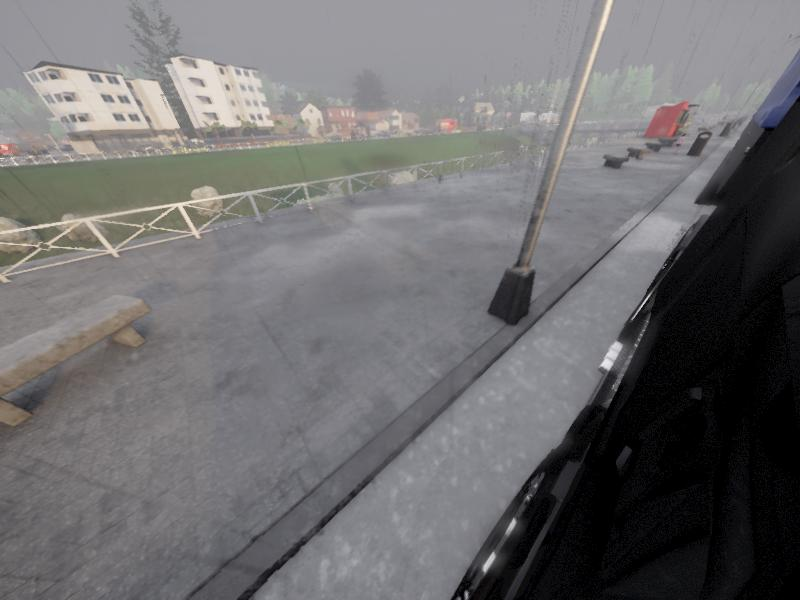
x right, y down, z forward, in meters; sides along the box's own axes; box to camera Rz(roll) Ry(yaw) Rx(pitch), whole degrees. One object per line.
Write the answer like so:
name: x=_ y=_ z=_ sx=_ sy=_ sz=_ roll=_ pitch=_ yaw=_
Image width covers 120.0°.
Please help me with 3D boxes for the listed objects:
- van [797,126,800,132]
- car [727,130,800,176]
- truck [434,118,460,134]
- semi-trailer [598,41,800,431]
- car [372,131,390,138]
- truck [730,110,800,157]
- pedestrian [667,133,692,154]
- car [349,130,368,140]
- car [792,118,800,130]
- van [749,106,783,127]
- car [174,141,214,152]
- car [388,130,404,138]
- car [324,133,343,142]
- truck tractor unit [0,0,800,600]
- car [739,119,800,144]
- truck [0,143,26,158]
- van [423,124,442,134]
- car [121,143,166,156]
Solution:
van: x=48.572 y=-20.843 z=26.402 sx=5.915 sy=2.561 sz=1.988 roll=-28 pitch=44 yaw=-30
car: x=17.303 y=-6.884 z=10.643 sx=4.181 sy=1.385 sz=1.994 roll=-28 pitch=44 yaw=-30
truck: x=14.691 y=-54.724 z=72.605 sx=8.468 sy=3.827 sz=2.891 roll=-28 pitch=44 yaw=-30
semi-trailer: x=8.683 y=-3.610 z=4.250 sx=14.254 sy=4.402 sz=2.717 roll=-28 pitch=44 yaw=-30
car: x=-5.327 y=-46.284 z=64.498 sx=4.892 sy=1.490 sz=1.837 roll=-28 pitch=44 yaw=-30
truck: x=24.061 y=-10.770 z=14.807 sx=6.274 sy=2.098 sz=2.390 roll=-28 pitch=44 yaw=-29
pedestrian: x=18.224 y=-10.228 z=15.059 sx=0.500 sy=1.100 sz=0.500 roll=-20 pitch=40 yaw=-21
car: x=-10.241 y=-40.709 z=57.034 sx=3.866 sy=1.878 sz=1.905 roll=-28 pitch=44 yaw=-30
car: x=54.672 y=-23.712 z=30.622 sx=4.856 sy=1.649 sz=2.033 roll=-28 pitch=44 yaw=-30
van: x=61.788 y=-31.001 z=39.121 sx=5.915 sy=2.561 sz=1.988 roll=-28 pitch=44 yaw=-30
car: x=-38.394 y=-28.703 z=43.129 sx=5.357 sy=1.411 sz=2.033 roll=-28 pitch=44 yaw=-30
car: x=-1.087 y=-45.401 z=63.077 sx=4.193 sy=1.474 sz=1.816 roll=-28 pitch=44 yaw=-30
car: x=-16.500 y=-40.313 z=57.299 sx=3.806 sy=1.475 sz=1.970 roll=-28 pitch=44 yaw=-30
truck tractor unit: x=2.645 y=-0.295 z=0.351 sx=6.516 sy=4.208 sz=3.053 roll=-28 pitch=44 yaw=-30
car: x=31.409 y=-14.427 z=19.736 sx=4.902 sy=1.511 sz=2.128 roll=-28 pitch=44 yaw=-30
truck: x=-85.983 y=-32.751 z=50.520 sx=2.627 sy=2.467 sz=5.204 roll=-28 pitch=44 yaw=-30
van: x=10.485 y=-55.053 z=74.464 sx=6.366 sy=2.431 sz=2.351 roll=-28 pitch=44 yaw=-30
car: x=-43.695 y=-25.840 z=39.545 sx=4.892 sy=1.490 sz=1.837 roll=-27 pitch=43 yaw=-29
